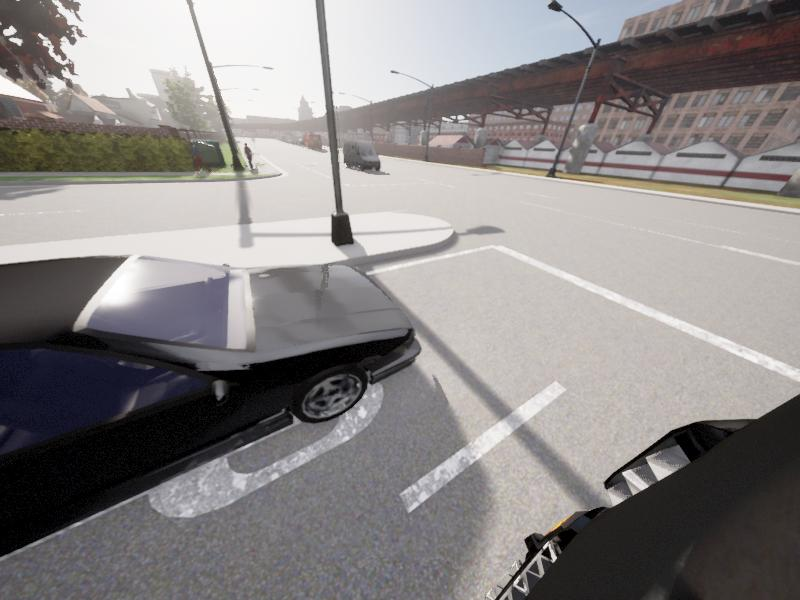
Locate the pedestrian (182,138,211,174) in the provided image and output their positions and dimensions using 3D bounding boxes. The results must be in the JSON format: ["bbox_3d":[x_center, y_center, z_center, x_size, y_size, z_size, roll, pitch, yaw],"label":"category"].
[{"bbox_3d":[-13.011,-9.212,14.826,0.751,1.860,0.751,-17,38,-27],"label":"pedestrian"}]

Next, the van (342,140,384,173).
[{"bbox_3d":[-3.922,-14.784,23.682,1.988,2.561,5.915,-16,38,-26],"label":"van"}]

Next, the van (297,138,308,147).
[{"bbox_3d":[-30.766,-49.382,72.517,2.069,2.038,4.480,-16,39,-26],"label":"van"}]

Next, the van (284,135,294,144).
[{"bbox_3d":[-42.973,-62.015,89.261,2.351,2.431,6.366,-16,39,-26],"label":"van"}]

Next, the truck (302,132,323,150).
[{"bbox_3d":[-23.847,-43.119,62.541,2.891,3.827,8.468,-16,39,-26],"label":"truck"}]

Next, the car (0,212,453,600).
[{"bbox_3d":[-2.435,0.526,1.722,5.357,1.411,2.033,-16,38,-26],"label":"car"}]

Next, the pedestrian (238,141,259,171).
[{"bbox_3d":[-11.381,-10.832,17.405,0.751,1.860,0.751,-10,36,-19],"label":"pedestrian"}]
